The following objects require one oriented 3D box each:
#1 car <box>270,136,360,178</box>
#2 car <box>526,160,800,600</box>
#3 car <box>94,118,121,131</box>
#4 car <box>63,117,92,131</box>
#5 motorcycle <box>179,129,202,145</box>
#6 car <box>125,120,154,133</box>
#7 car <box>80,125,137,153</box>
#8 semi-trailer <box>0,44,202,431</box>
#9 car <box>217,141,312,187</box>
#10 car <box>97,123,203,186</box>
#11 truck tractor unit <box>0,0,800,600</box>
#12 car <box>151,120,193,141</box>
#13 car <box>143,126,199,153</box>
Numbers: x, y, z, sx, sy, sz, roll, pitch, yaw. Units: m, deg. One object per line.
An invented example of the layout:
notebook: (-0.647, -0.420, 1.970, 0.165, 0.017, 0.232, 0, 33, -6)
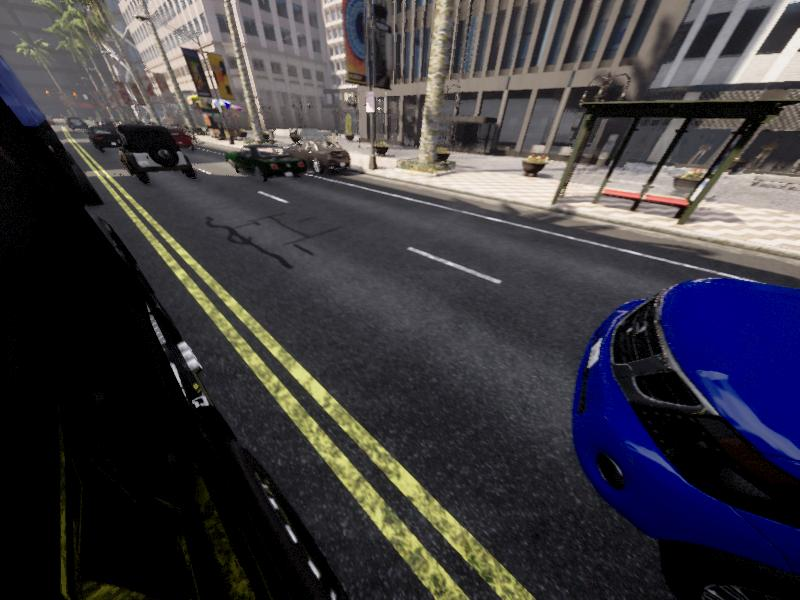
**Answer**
car: (-4.816, -8.246, 13.073, 4.892, 1.521, 2.231, 28, 44, 30)
car: (3.794, 1.312, 0.388, 5.566, 2.045, 2.150, 28, 44, 30)
car: (-50.627, -30.395, 40.015, 4.974, 1.542, 2.038, 28, 44, 30)
car: (-51.580, -28.184, 36.931, 4.856, 1.649, 2.033, 29, 44, 30)
motorcycle: (-21.762, -17.014, 24.066, 0.764, 1.277, 2.356, -11, 39, -17)
car: (-43.896, -29.243, 38.904, 4.792, 1.488, 2.163, 28, 44, 30)
car: (-22.057, -12.211, 17.457, 4.674, 1.442, 1.812, 28, 44, 30)
semi-trailer: (-8.706, -3.589, 4.236, 14.254, 4.402, 2.717, 28, 44, 30)
car: (-6.528, -6.639, 11.031, 4.718, 1.301, 1.895, 28, 44, 30)
car: (-10.682, -6.348, 9.911, 3.866, 1.878, 1.905, 28, 44, 30)
truck tractor unit: (-2.645, -0.295, 0.351, 6.516, 4.208, 3.053, 28, 44, 30)
car: (-27.284, -20.299, 27.661, 4.553, 1.767, 2.185, 28, 44, 30)
car: (-18.853, -13.289, 18.999, 5.008, 1.535, 1.882, 28, 44, 30)
